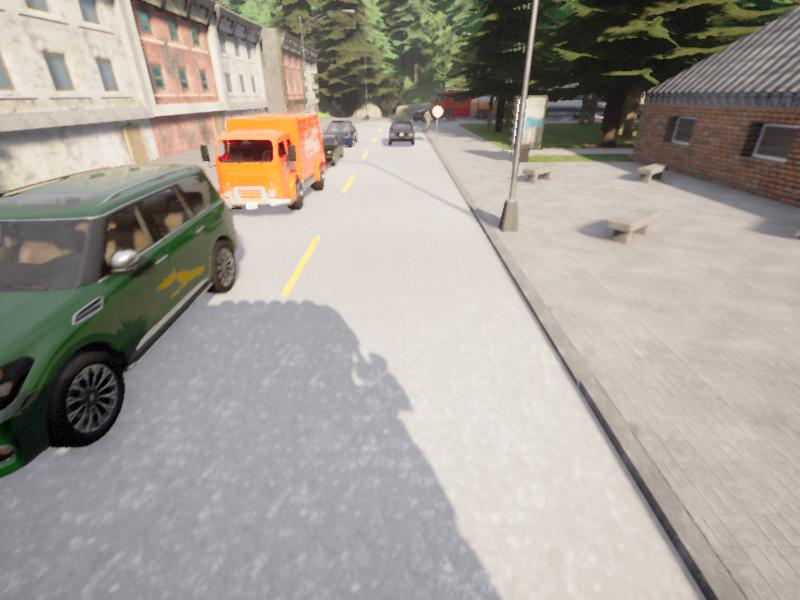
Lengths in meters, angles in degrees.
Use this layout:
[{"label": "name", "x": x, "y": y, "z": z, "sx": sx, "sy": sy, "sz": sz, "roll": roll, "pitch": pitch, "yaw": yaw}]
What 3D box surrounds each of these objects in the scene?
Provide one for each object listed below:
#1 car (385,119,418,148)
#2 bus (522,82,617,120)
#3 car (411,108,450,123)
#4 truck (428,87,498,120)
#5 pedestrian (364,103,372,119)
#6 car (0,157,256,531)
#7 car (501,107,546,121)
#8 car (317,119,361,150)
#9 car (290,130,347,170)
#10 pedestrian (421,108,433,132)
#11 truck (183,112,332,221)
[{"label": "car", "x": 0.105, "y": -11.620, "z": 27.708, "sx": 2.033, "sy": 1.411, "sz": 5.357, "roll": 0, "pitch": 27, "yaw": 0}, {"label": "bus", "x": 22.032, "y": -26.223, "z": 52.723, "sx": 10.273, "sy": 4.253, "sz": 3.944, "roll": 0, "pitch": 27, "yaw": 0}, {"label": "car", "x": 3.679, "y": -22.293, "z": 48.332, "sx": 4.892, "sy": 1.490, "sz": 1.837, "roll": -24, "pitch": 35, "yaw": -39}, {"label": "truck", "x": 8.202, "y": -25.920, "z": 52.815, "sx": 8.468, "sy": 3.827, "sz": 2.891, "roll": -3, "pitch": 27, "yaw": -6}, {"label": "pedestrian", "x": -4.190, "y": -24.683, "z": 52.372, "sx": 0.751, "sy": 1.860, "sz": 0.751, "roll": -22, "pitch": 34, "yaw": -36}, {"label": "car", "x": -3.989, "y": -0.368, "z": 5.141, "sx": 2.150, "sy": 2.045, "sz": 5.566, "roll": 0, "pitch": 27, "yaw": 0}, {"label": "car", "x": 15.393, "y": -23.205, "z": 49.999, "sx": 4.892, "sy": 1.490, "sz": 1.837, "roll": 0, "pitch": 27, "yaw": 1}, {"label": "car", "x": -3.905, "y": -11.023, "z": 26.488, "sx": 2.163, "sy": 1.488, "sz": 4.792, "roll": 0, "pitch": 27, "yaw": 0}, {"label": "car", "x": -3.919, "y": -7.574, "z": 19.980, "sx": 1.895, "sy": 1.301, "sz": 4.718, "roll": 0, "pitch": 27, "yaw": 0}, {"label": "pedestrian", "x": 2.325, "y": -15.556, "z": 34.556, "sx": 0.751, "sy": 1.860, "sz": 0.751, "roll": 15, "pitch": 31, "yaw": 27}, {"label": "truck", "x": -3.957, "y": -4.451, "z": 12.619, "sx": 2.627, "sy": 2.467, "sz": 5.204, "roll": 0, "pitch": 27, "yaw": 0}]
